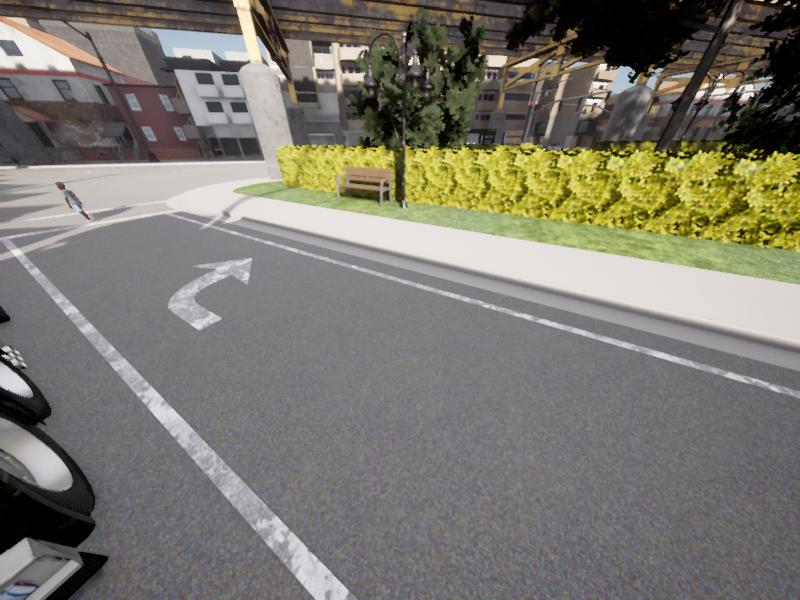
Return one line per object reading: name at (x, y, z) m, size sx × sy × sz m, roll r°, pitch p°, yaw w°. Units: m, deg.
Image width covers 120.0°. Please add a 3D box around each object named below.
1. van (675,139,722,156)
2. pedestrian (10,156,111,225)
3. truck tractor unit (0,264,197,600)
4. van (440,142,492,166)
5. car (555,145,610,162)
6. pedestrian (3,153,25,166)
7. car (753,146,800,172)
van at (45.666, -23.376, 35.432) m, size 4.480 × 2.038 × 2.069 m, roll -9°, pitch 36°, yaw -12°
pedestrian at (-10.647, -3.457, 7.369) m, size 0.751 × 1.860 × 0.751 m, roll -7°, pitch 35°, yaw -10°
truck tractor unit at (-5.110, -0.302, 0.780) m, size 6.516 × 4.208 × 3.053 m, roll 18°, pitch 39°, yaw 24°
van at (6.833, -15.377, 24.236) m, size 4.480 × 2.038 × 2.069 m, roll -9°, pitch 36°, yaw -12°
car at (21.688, -17.455, 27.517) m, size 5.366 × 1.575 × 1.801 m, roll -9°, pitch 36°, yaw -12°
pedestrian at (-38.931, -14.140, 23.316) m, size 0.500 × 1.100 × 0.500 m, roll -3°, pitch 35°, yaw -4°
car at (33.353, -11.264, 18.500) m, size 2.152 × 1.651 × 5.027 m, roll -8°, pitch 36°, yaw -12°
